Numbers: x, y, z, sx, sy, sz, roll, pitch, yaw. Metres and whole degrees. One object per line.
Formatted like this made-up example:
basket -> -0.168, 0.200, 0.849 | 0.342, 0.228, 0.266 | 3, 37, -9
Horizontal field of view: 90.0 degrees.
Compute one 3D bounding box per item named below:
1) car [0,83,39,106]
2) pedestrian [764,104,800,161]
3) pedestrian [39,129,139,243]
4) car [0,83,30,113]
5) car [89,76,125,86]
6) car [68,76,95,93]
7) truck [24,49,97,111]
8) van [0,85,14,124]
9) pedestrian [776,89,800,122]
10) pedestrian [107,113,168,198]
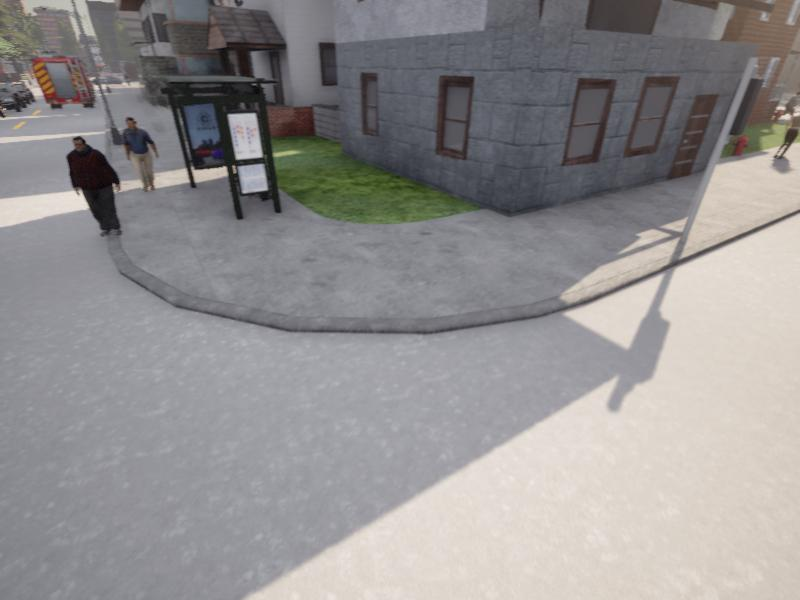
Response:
car -> -32.256, -17.307, 33.587 | 2.163, 1.488, 4.792 | -17, 35, -28
pedestrian -> 14.650, -6.247, 14.929 | 0.751, 1.860, 0.751 | -16, 34, -26
pedestrian -> -5.657, -2.109, 7.414 | 0.751, 1.860, 0.751 | -8, 31, -15
car -> -28.614, -14.475, 28.616 | 2.242, 1.667, 4.611 | -17, 35, -28
car -> -49.018, -36.665, 66.951 | 1.994, 1.385, 4.181 | 22, 37, 32
car -> -38.699, -26.299, 48.708 | 1.930, 1.638, 5.238 | -17, 35, -28
truck -> -26.804, -17.722, 32.080 | 2.891, 3.827, 8.468 | -17, 35, -28
van -> -24.892, -11.656, 23.495 | 2.069, 2.038, 4.480 | -17, 35, -28
pedestrian -> 25.988, -12.907, 26.548 | 0.751, 1.860, 0.751 | -18, 35, -29
pedestrian -> -6.462, -3.592, 9.946 | 0.751, 1.860, 0.751 | -13, 33, -22
